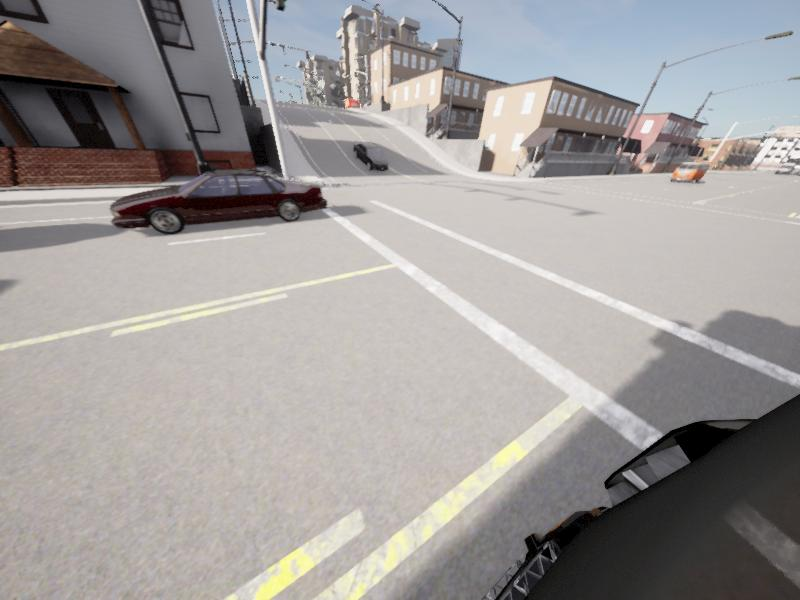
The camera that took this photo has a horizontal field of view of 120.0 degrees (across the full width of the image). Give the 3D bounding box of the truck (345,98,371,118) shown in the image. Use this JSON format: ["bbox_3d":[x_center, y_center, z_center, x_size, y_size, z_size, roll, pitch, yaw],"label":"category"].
[{"bbox_3d":[-9.662,-44.175,53.332,5.204,2.467,2.627,-11,36,-29],"label":"truck"}]

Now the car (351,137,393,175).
[{"bbox_3d":[-2.750,-13.761,21.930,1.882,1.535,5.008,-17,54,-27],"label":"car"}]

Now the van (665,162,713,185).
[{"bbox_3d":[32.047,-14.078,25.602,4.442,1.987,1.775,-16,38,-26],"label":"van"}]

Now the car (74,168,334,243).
[{"bbox_3d":[-5.072,-3.185,7.127,5.357,1.411,2.033,-18,39,-28],"label":"car"}]

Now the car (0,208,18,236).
[{"bbox_3d":[-11.392,-1.518,3.805,4.553,1.767,2.097,-16,38,-26],"label":"car"}]
